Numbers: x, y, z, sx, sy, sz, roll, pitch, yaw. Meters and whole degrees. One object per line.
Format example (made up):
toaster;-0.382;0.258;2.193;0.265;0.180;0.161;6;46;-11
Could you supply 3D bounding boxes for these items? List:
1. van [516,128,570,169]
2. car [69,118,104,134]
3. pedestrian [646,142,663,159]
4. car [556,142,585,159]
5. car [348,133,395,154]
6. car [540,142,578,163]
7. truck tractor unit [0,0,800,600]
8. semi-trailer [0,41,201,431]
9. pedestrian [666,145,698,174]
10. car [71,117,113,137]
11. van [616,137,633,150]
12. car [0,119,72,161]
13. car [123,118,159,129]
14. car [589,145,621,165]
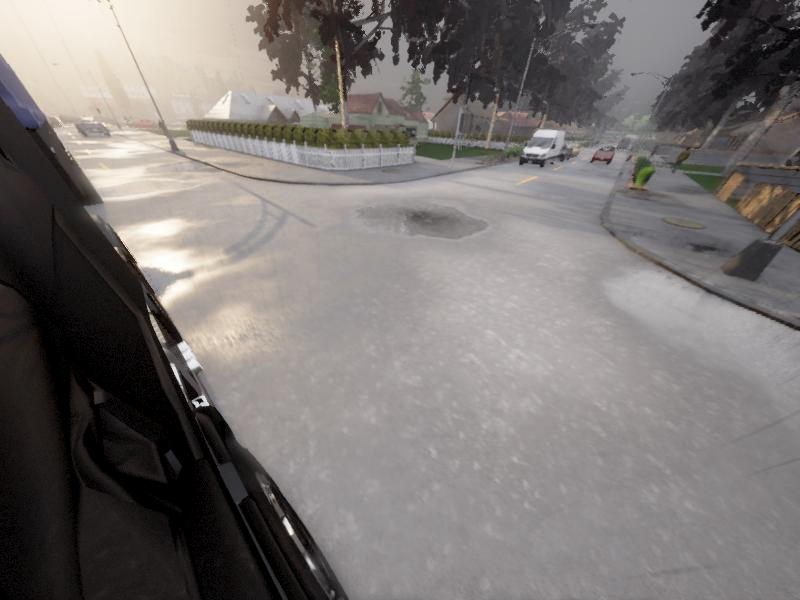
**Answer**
van;12.499;-13.215;20.109;1.988;2.561;5.915;28;43;30
car;-41.406;-23.020;30.516;4.974;1.542;2.038;28;43;30
pedestrian;34.896;-20.462;31.663;0.751;1.860;0.751;29;44;30
car;22.013;-19.326;29.733;1.801;1.575;5.366;28;43;30
car;-2.678;-14.799;21.756;4.181;1.381;1.994;28;43;30
car;17.406;-16.201;25.199;2.152;1.651;5.027;28;44;30
truck tractor unit;-2.645;-0.295;0.352;6.516;4.208;3.053;28;44;30
semi-trailer;-8.696;-3.607;4.231;14.254;4.402;2.717;28;44;30
pedestrian;22.442;-11.214;18.429;0.751;1.860;0.751;28;43;29
car;-35.970;-20.152;26.954;5.027;1.651;2.152;28;44;30
van;58.932;-41.142;60.611;1.988;2.561;5.915;28;43;30
car;-21.462;-9.299;13.318;4.611;1.667;2.242;28;44;30
car;-53.601;-36.617;47.950;2.007;1.525;4.514;28;43;29
car;21.767;-15.418;24.518;1.845;1.501;3.633;28;44;30
